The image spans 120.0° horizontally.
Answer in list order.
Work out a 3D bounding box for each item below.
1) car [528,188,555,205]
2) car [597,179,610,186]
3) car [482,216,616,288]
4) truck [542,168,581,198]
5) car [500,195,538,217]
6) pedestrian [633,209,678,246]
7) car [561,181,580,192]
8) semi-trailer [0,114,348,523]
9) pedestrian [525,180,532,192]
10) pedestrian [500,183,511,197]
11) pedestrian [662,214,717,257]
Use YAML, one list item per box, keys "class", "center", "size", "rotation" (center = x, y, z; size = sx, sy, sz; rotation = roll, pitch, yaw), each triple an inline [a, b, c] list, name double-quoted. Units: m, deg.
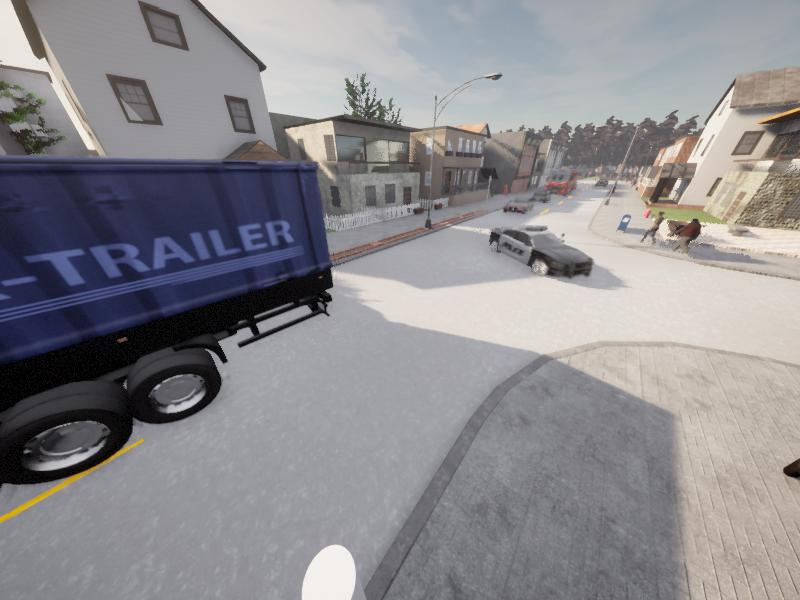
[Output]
- class: "car"
  center: [17.808, -13.024, 29.005]
  size: [1.789, 1.549, 3.705]
  rotation: [23, 37, 34]
- class: "car"
  center: [50.640, -29.373, 57.513]
  size: [1.994, 1.385, 4.181]
  rotation: [23, 37, 34]
- class: "car"
  center: [6.269, -2.562, 10.802]
  size: [1.930, 1.638, 5.238]
  rotation: [-8, 31, -12]
- class: "truck"
  center: [25.714, -18.714, 36.592]
  size: [2.891, 3.827, 8.468]
  rotation: [23, 37, 34]
- class: "car"
  center: [11.880, -9.414, 22.944]
  size: [1.994, 1.385, 4.181]
  rotation: [23, 37, 34]
- class: "pedestrian"
  center: [14.080, -4.011, 12.819]
  size: [0.751, 1.860, 0.751]
  rotation: [0, 30, 0]
- class: "car"
  center: [33.106, -22.094, 44.793]
  size: [2.163, 1.488, 4.792]
  rotation: [23, 37, 34]
- class: "semi-trailer"
  center: [-7.404, 1.134, 1.623]
  size: [2.717, 4.402, 14.254]
  rotation: [27, 39, 38]
- class: "pedestrian"
  center: [22.674, -20.156, 40.799]
  size: [0.751, 1.860, 0.751]
  rotation: [12, 32, 20]
- class: "pedestrian"
  center: [15.338, -15.972, 33.553]
  size: [0.751, 1.860, 0.751]
  rotation: [-15, 33, -23]
- class: "pedestrian"
  center: [14.105, -3.152, 11.331]
  size: [0.751, 1.860, 0.751]
  rotation: [2, 30, 3]
